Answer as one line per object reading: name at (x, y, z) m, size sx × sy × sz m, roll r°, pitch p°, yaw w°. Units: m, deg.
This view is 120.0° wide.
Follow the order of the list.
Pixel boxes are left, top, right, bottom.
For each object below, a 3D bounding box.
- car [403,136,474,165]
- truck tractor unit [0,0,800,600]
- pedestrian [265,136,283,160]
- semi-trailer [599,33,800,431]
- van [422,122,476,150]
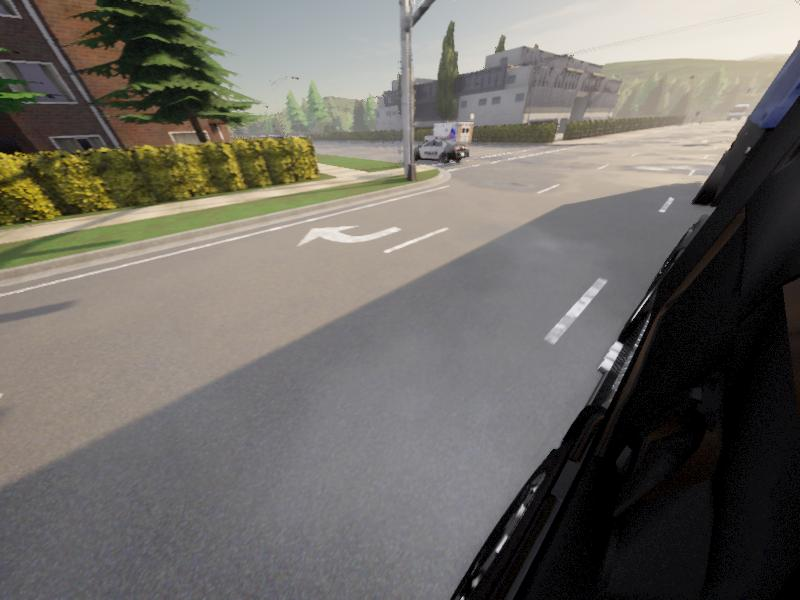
car at (2.733, -11.396, 17.539) m, size 2.038 × 1.542 × 4.974 m, roll -31°, pitch 45°, yaw -33°
truck tractor unit at (2.645, -0.295, 0.351) m, size 6.516 × 4.208 × 3.053 m, roll -28°, pitch 44°, yaw -30°
pedestrian at (-12.058, -14.525, 22.117) m, size 0.751 × 1.860 × 0.751 m, roll -25°, pitch 42°, yaw -27°
semi-trailer at (8.650, -3.627, 4.289) m, size 14.254 × 4.402 × 2.717 m, roll -29°, pitch 44°, yaw -30°
van at (5.503, -19.286, 27.229) m, size 2.351 × 2.431 × 6.366 m, roll -23°, pitch 41°, yaw -25°
